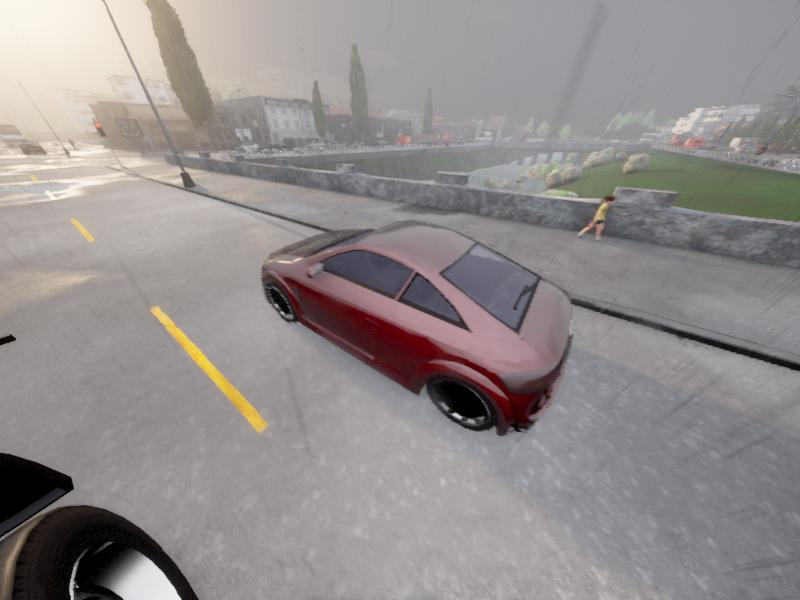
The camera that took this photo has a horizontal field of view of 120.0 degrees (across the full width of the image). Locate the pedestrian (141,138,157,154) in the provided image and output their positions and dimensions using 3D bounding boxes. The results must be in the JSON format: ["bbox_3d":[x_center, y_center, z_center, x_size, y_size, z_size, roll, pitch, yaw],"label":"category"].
[{"bbox_3d":[-35.850,-22.001,32.981,0.751,1.860,0.751,30,45,35],"label":"pedestrian"}]

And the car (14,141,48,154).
[{"bbox_3d":[-55.439,-22.950,34.698,4.974,1.542,2.038,22,41,28],"label":"car"}]

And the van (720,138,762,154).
[{"bbox_3d":[67.050,-30.495,45.602,2.351,2.431,6.366,22,41,28],"label":"van"}]

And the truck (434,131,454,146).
[{"bbox_3d":[14.839,-54.259,77.682,2.891,3.827,8.468,22,41,28],"label":"truck"}]

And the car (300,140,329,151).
[{"bbox_3d":[-17.191,-31.191,46.615,2.152,1.651,5.027,22,41,28],"label":"car"}]

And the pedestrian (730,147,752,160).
[{"bbox_3d":[42.389,-18.211,28.738,0.751,1.300,0.751,12,37,16],"label":"pedestrian"}]

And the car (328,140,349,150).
[{"bbox_3d":[-13.530,-34.189,50.910,1.851,1.617,3.988,22,41,28],"label":"car"}]

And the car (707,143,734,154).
[{"bbox_3d":[60.012,-28.407,43.335,1.789,1.549,3.705,22,41,28],"label":"car"}]

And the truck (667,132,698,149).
[{"bbox_3d":[79.235,-45.032,65.112,2.891,3.827,8.468,22,41,28],"label":"truck"}]

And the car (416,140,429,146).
[{"bbox_3d":[7.237,-51.116,75.183,1.837,1.490,4.892,22,41,28],"label":"car"}]

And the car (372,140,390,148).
[{"bbox_3d":[-4.977,-41.189,60.882,1.930,1.638,5.238,22,41,28],"label":"car"}]

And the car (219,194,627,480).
[{"bbox_3d":[-0.090,-0.276,3.113,4.181,1.385,1.994,22,41,28],"label":"car"}]

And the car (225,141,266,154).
[{"bbox_3d":[-24.982,-24.759,37.502,2.038,1.542,4.974,23,41,28],"label":"car"}]

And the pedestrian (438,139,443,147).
[{"bbox_3d":[10.725,-41.702,61.325,0.751,1.860,0.751,20,40,26],"label":"pedestrian"}]

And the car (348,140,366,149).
[{"bbox_3d":[-10.118,-36.976,54.892,1.851,1.617,3.988,22,41,28],"label":"car"}]

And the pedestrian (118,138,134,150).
[{"bbox_3d":[-48.054,-27.373,40.525,0.751,1.860,0.751,9,36,12],"label":"pedestrian"}]

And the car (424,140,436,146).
[{"bbox_3d":[9.384,-48.852,72.005,1.816,1.474,4.193,22,41,28],"label":"car"}]

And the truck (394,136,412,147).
[{"bbox_3d":[0.961,-46.381,67.573,2.627,2.467,5.204,22,41,28],"label":"truck"}]

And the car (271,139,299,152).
[{"bbox_3d":[-20.915,-28.251,42.180,1.905,1.878,3.866,22,41,28],"label":"car"}]

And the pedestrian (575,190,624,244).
[{"bbox_3d":[4.841,-2.039,5.664,0.500,1.100,0.500,22,41,28],"label":"pedestrian"}]

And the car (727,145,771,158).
[{"bbox_3d":[53.117,-22.761,35.301,2.038,1.542,4.974,22,41,28],"label":"car"}]

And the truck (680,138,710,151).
[{"bbox_3d":[70.624,-37.441,55.453,2.627,2.467,5.204,22,41,28],"label":"truck"}]
